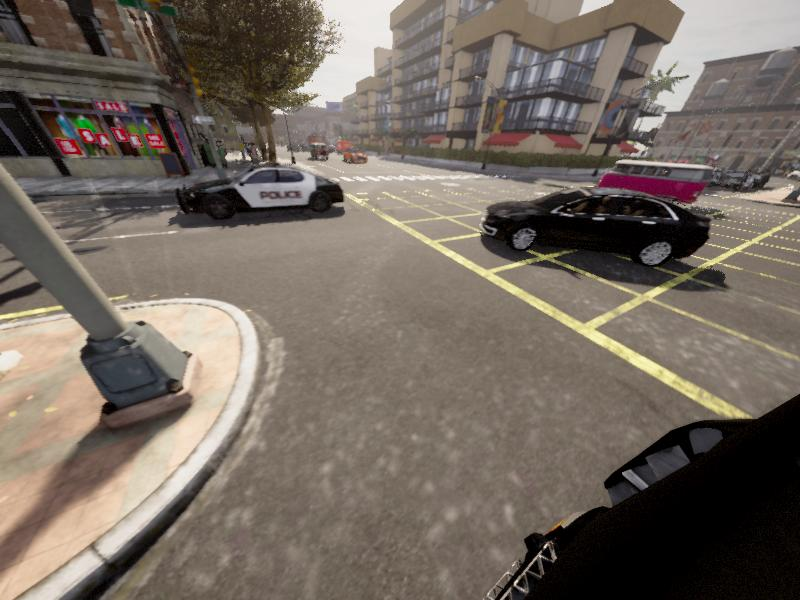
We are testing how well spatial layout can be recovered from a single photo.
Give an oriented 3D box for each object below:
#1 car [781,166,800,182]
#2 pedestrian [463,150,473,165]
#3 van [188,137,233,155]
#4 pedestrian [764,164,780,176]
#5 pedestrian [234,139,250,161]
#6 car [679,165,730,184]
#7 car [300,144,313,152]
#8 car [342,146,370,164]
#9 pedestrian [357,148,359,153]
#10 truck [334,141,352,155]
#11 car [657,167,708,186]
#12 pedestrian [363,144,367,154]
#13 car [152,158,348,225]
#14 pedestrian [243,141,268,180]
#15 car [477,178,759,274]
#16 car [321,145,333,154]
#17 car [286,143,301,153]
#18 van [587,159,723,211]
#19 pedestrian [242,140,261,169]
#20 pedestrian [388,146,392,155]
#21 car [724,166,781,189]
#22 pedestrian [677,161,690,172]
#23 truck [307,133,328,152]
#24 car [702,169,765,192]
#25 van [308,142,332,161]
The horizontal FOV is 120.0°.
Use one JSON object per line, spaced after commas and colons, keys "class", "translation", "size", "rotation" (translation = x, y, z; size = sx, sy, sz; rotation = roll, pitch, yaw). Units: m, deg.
{"class": "car", "translation": [62.345, -18.623, 34.415], "size": [2.150, 2.045, 5.566], "rotation": [6, 34, 5]}
{"class": "pedestrian", "translation": [10.236, -21.541, 34.867], "size": [0.751, 1.860, 0.751], "rotation": [-15, 38, -24]}
{"class": "van", "translation": [-27.007, -22.083, 33.192], "size": [4.442, 1.987, 1.775], "rotation": [-12, 36, -22]}
{"class": "pedestrian", "translation": [73.378, -25.676, 45.604], "size": [0.751, 1.860, 0.751], "rotation": [-14, 37, -24]}
{"class": "pedestrian", "translation": [-16.131, -15.272, 23.588], "size": [0.751, 1.860, 0.751], "rotation": [-19, 40, -30]}
{"class": "car", "translation": [34.914, -14.392, 26.466], "size": [5.238, 1.638, 1.930], "rotation": [-15, 38, -24]}
{"class": "car", "translation": [-22.820, -37.056, 56.335], "size": [1.837, 1.490, 4.892], "rotation": [-15, 38, -25]}
{"class": "car", "translation": [-5.905, -19.241, 30.641], "size": [2.097, 1.767, 4.553], "rotation": [-15, 38, -25]}
{"class": "pedestrian", "translation": [-11.141, -39.872, 61.433], "size": [0.500, 1.100, 0.500], "rotation": [-6, 35, -13]}
{"class": "truck", "translation": [-13.312, -35.560, 53.923], "size": [2.627, 2.467, 5.204], "rotation": [-15, 38, -25]}
{"class": "car", "translation": [29.017, -12.766, 23.758], "size": [3.806, 1.475, 1.970], "rotation": [-15, 38, -24]}
{"class": "pedestrian", "translation": [-8.764, -37.738, 57.728], "size": [0.751, 1.860, 0.751], "rotation": [-11, 36, -19]}
{"class": "car", "translation": [-4.607, -3.918, 8.054], "size": [4.974, 1.542, 2.038], "rotation": [-15, 37, -24]}
{"class": "pedestrian", "translation": [-8.247, -8.005, 13.287], "size": [0.751, 1.860, 0.751], "rotation": [-12, 37, -21]}
{"class": "car", "translation": [4.732, -2.099, 6.034], "size": [4.892, 1.490, 1.837], "rotation": [10, 33, 10]}
{"class": "car", "translation": [-16.869, -34.853, 53.421], "size": [1.789, 1.549, 3.705], "rotation": [-15, 38, -25]}
{"class": "car", "translation": [-24.018, -34.294, 52.026], "size": [2.152, 1.651, 5.027], "rotation": [-15, 37, -25]}
{"class": "van", "translation": [13.799, -6.600, 12.978], "size": [1.775, 1.987, 4.442], "rotation": [-15, 38, -25]}
{"class": "pedestrian", "translation": [-11.467, -11.248, 17.906], "size": [0.751, 1.860, 0.751], "rotation": [-16, 38, -26]}
{"class": "pedestrian", "translation": [-2.365, -34.875, 53.906], "size": [0.751, 1.860, 0.751], "rotation": [-9, 35, -17]}
{"class": "car", "translation": [36.023, -12.576, 23.616], "size": [4.605, 1.855, 1.932], "rotation": [-15, 38, -24]}
{"class": "pedestrian", "translation": [56.994, -26.843, 46.442], "size": [0.751, 1.860, 0.751], "rotation": [-14, 37, -23]}
{"class": "truck", "translation": [-21.581, -40.851, 60.003], "size": [2.891, 3.827, 8.468], "rotation": [-15, 38, -25]}
{"class": "car", "translation": [30.506, -10.979, 21.143], "size": [4.974, 1.542, 2.038], "rotation": [-15, 38, -24]}
{"class": "van", "translation": [-11.498, -21.197, 32.944], "size": [2.069, 2.038, 4.480], "rotation": [-15, 37, -25]}
